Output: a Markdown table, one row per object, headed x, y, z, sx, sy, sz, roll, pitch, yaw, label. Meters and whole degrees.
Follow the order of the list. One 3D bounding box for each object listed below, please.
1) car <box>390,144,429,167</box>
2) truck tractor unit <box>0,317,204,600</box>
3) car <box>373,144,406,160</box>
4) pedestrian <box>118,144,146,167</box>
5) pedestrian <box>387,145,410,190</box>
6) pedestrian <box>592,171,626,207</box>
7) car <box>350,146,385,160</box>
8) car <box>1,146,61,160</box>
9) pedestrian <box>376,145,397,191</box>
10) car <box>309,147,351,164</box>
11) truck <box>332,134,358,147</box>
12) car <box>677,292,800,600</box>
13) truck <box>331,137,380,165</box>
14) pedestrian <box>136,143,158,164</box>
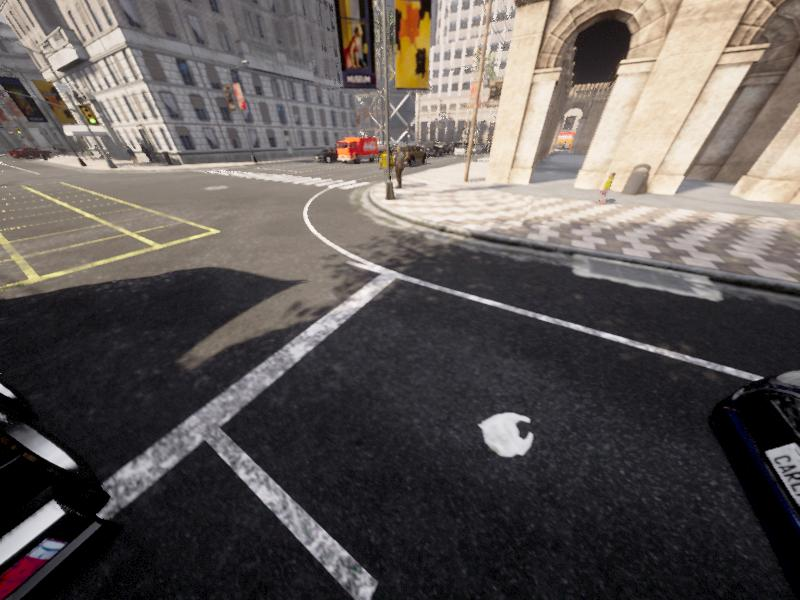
| x | y | z | sx | sy | sz | roll | pitch | yaw | label |
| --- | --- | --- | --- | --- | --- | --- | --- | --- | --- |
| 1.095 | -14.990 | 23.825 | 1.932 | 1.855 | 4.605 | 19 | 39 | 25 | car |
| -5.196 | -0.206 | 0.647 | 6.516 | 4.208 | 3.053 | 15 | 38 | 20 | truck tractor unit |
| -1.335 | -20.414 | 31.836 | 1.930 | 1.638 | 5.238 | 18 | 39 | 25 | car |
| -25.755 | -13.903 | 22.221 | 0.751 | 1.860 | 0.751 | 11 | 36 | 16 | pedestrian |
| -0.065 | -6.633 | 11.568 | 0.751 | 1.860 | 0.751 | 24 | 42 | 31 | pedestrian |
| 7.654 | -4.078 | 8.501 | 0.500 | 1.100 | 0.500 | 28 | 44 | 34 | pedestrian |
| -4.573 | -21.103 | 33.068 | 2.033 | 1.411 | 5.357 | 18 | 39 | 25 | car |
| -58.567 | -23.499 | 36.863 | 1.882 | 1.535 | 5.008 | -5 | 35 | -6 | car |
| -0.627 | -6.432 | 11.285 | 0.751 | 1.860 | 0.751 | 9 | 36 | 13 | pedestrian |
| -8.274 | -17.500 | 27.849 | 1.837 | 1.490 | 4.892 | 18 | 39 | 25 | car |
| -19.140 | -56.097 | 81.235 | 8.468 | 3.827 | 2.891 | -6 | 35 | -8 | truck |
| 4.110 | 1.465 | 0.565 | 3.806 | 1.475 | 1.970 | 18 | 39 | 25 | car |
| -4.912 | -17.248 | 26.605 | 2.627 | 2.467 | 5.204 | 18 | 39 | 24 | truck |
| -27.621 | -15.982 | 25.219 | 0.751 | 1.860 | 0.751 | 24 | 42 | 31 | pedestrian |
